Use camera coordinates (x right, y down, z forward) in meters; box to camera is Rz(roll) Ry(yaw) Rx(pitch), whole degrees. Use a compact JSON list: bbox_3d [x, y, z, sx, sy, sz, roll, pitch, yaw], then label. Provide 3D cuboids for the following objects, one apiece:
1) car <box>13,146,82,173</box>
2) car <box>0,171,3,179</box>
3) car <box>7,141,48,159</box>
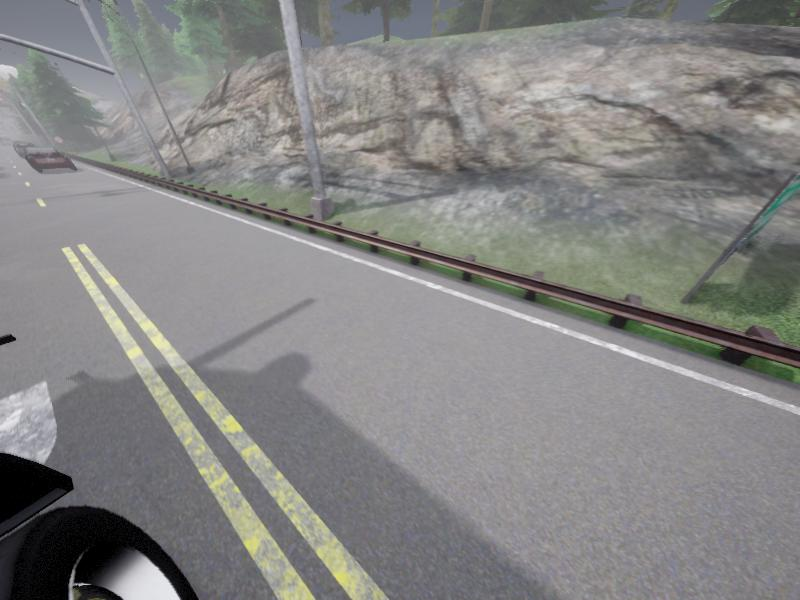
[{"bbox_3d":[-27.291,-10.937,17.878,4.792,1.488,2.163,22,41,28],"label":"car"},{"bbox_3d":[-27.550,-8.645,14.498,4.856,1.649,2.033,22,41,28],"label":"car"},{"bbox_3d":[-43.892,-17.709,27.217,3.988,1.617,1.851,22,41,28],"label":"car"}]
